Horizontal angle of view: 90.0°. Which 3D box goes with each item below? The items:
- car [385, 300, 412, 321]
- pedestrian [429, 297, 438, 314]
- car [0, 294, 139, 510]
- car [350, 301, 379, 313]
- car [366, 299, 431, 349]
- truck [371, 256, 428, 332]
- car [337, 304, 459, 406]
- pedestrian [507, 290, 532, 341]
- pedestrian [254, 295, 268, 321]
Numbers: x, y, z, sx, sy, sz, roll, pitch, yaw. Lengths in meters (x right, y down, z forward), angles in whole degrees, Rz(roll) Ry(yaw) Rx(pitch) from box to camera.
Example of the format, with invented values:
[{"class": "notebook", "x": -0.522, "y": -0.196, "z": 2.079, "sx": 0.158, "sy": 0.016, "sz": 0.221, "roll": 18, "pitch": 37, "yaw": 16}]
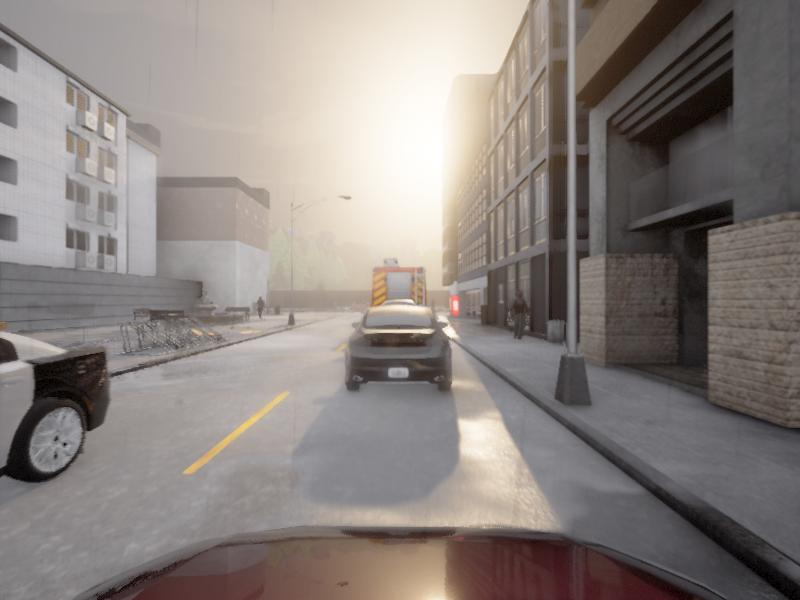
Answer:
[{"class": "car", "x": -0.096, "y": 0.822, "z": 33.297, "sx": 2.033, "sy": 1.649, "sz": 4.856, "roll": 0, "pitch": 0, "yaw": 0}, {"class": "pedestrian", "x": 3.547, "y": 0.581, "z": 42.190, "sx": 0.751, "sy": 1.860, "sz": 0.751, "roll": 0, "pitch": 0, "yaw": -16}, {"class": "car", "x": -3.997, "y": 0.774, "z": 2.036, "sx": 1.930, "sy": 1.638, "sz": 5.238, "roll": 0, "pitch": 0, "yaw": 0}, {"class": "car", "x": -4.684, "y": 0.898, "z": 52.511, "sx": 3.633, "sy": 1.501, "sz": 1.845, "roll": 0, "pitch": 0, "yaw": 0}, {"class": "car", "x": -0.034, "y": 0.802, "z": 15.735, "sx": 2.152, "sy": 1.651, "sz": 5.027, "roll": 0, "pitch": 0, "yaw": 0}, {"class": "truck", "x": -0.040, "y": -0.288, "z": 24.486, "sx": 2.891, "sy": 3.827, "sz": 8.468, "roll": 0, "pitch": 0, "yaw": 0}, {"class": "car", "x": -0.015, "y": 0.856, "z": 8.475, "sx": 1.837, "sy": 1.490, "sz": 4.892, "roll": 0, "pitch": 0, "yaw": 0}, {"class": "pedestrian", "x": 4.425, "y": 0.553, "z": 14.861, "sx": 0.751, "sy": 1.860, "sz": 0.751, "roll": 0, "pitch": 0, "yaw": 2}, {"class": "pedestrian", "x": -9.991, "y": 0.571, "z": 28.675, "sx": 0.751, "sy": 1.860, "sz": 0.751, "roll": 0, "pitch": 0, "yaw": -1}]
